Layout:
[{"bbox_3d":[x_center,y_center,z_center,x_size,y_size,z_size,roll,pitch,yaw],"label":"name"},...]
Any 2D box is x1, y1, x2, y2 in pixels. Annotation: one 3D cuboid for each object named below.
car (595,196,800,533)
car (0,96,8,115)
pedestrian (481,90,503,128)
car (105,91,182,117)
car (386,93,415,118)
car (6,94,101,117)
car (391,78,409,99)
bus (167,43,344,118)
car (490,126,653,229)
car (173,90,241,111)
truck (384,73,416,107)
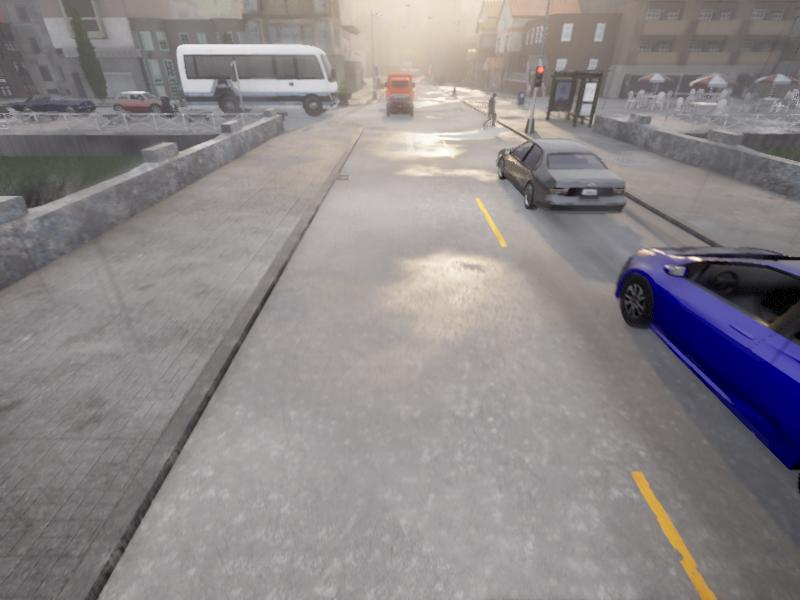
[{"bbox_3d":[4.004,0.397,3.814,2.007,1.525,4.514,0,30,0],"label":"car"},{"bbox_3d":[-30.809,-13.873,28.254,3.806,1.475,1.970,0,30,0],"label":"car"},{"bbox_3d":[5.122,-10.644,22.317,0.751,1.860,0.751,-10,32,-17],"label":"pedestrian"},{"bbox_3d":[-17.996,-13.867,28.248,3.806,1.475,1.970,0,30,0],"label":"car"},{"bbox_3d":[0.006,-13.928,28.539,1.895,1.301,4.718,0,30,0],"label":"car"},{"bbox_3d":[-24.361,-13.794,28.301,4.718,1.301,1.895,0,30,0],"label":"car"},{"bbox_3d":[0.006,-23.452,44.236,1.905,1.878,3.866,0,30,0],"label":"car"},{"bbox_3d":[-9.377,-15.157,27.711,10.273,4.253,3.944,0,30,-1],"label":"bus"},{"bbox_3d":[3.994,-3.495,10.600,2.033,1.411,5.357,0,30,0],"label":"car"},{"bbox_3d":[-15.209,-15.843,31.736,4.181,1.385,1.994,0,30,0],"label":"car"},{"bbox_3d":[0.006,-18.728,35.590,2.627,2.467,5.204,0,30,0],"label":"truck"}]
